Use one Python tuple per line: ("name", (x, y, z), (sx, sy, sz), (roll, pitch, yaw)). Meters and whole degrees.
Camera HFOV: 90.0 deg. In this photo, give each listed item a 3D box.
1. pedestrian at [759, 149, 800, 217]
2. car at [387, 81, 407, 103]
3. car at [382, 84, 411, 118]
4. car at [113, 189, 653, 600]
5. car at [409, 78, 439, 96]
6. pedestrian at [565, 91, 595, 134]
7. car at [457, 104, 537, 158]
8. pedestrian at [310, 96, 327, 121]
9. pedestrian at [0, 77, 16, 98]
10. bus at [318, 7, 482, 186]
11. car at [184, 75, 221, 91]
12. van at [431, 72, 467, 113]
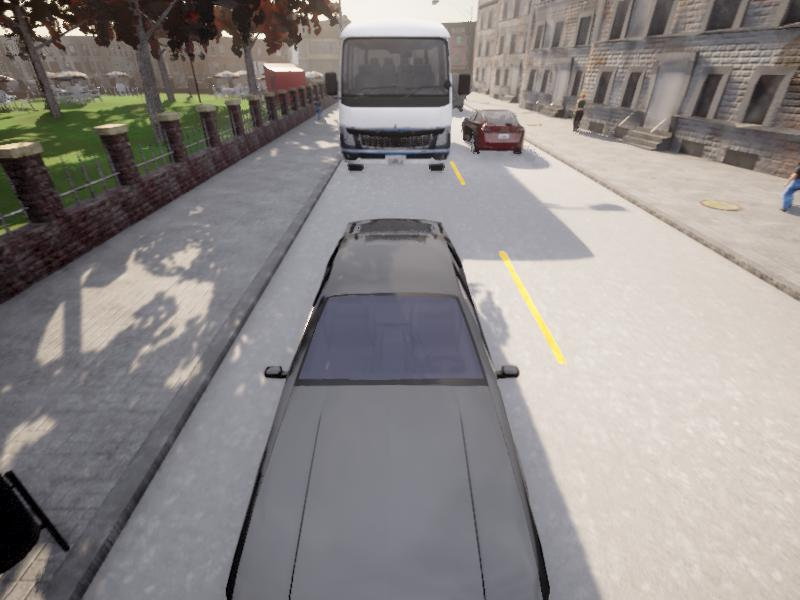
("pedestrian", (8.955, -2.608, 8.917), (0.751, 1.300, 0.751), (2, 30, 4))
("car", (-0.283, -20.884, 40.051), (1.930, 1.638, 5.238), (0, 30, 0))
("car", (-0.244, -14.056, 28.140), (1.905, 1.878, 3.866), (0, 30, 0))
("car", (-0.067, 0.258, 4.173), (2.033, 1.411, 5.357), (0, 30, 0))
("car", (2.991, -27.267, 51.122), (1.932, 1.855, 4.605), (-12, 32, -20))
("pedestrian", (8.828, -9.229, 19.675), (0.751, 1.860, 0.751), (1, 30, 2))
("car", (3.839, -7.224, 16.875), (2.163, 1.488, 4.792), (0, 30, 0))
("pedestrian", (-4.989, -11.782, 24.579), (0.751, 1.300, 0.751), (0, 30, 0))
("pedestrian", (-40.213, -21.595, 40.744), (0.751, 1.860, 0.751), (0, 30, 0))
("bus", (-0.031, -7.813, 15.133), (3.944, 4.253, 10.273), (0, 30, 0))
("car", (-27.945, -30.787, 56.700), (3.866, 1.878, 1.905), (0, 30, 0))
("van", (3.736, -16.511, 31.695), (1.988, 2.561, 5.915), (0, 30, 0))
